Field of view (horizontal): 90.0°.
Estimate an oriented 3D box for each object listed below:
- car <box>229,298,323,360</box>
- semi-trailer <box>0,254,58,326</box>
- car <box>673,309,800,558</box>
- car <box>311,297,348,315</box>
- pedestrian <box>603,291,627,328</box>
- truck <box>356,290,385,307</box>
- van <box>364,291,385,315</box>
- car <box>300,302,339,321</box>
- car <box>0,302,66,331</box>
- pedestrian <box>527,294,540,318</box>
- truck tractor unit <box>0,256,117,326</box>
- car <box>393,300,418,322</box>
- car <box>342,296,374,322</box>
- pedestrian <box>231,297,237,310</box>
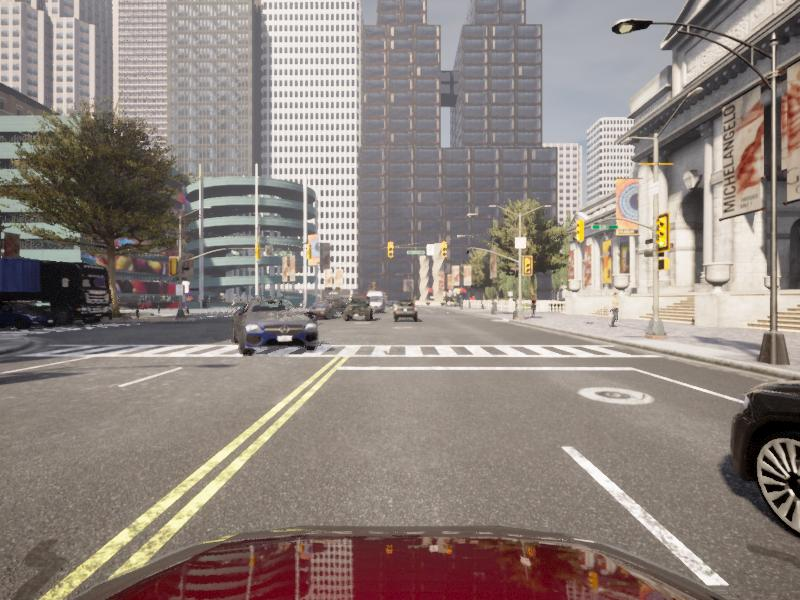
[{"bbox_3d":[-4.329,0.780,13.355,2.152,1.651,5.027,0,0,-27],"label":"car"},{"bbox_3d":[-30.254,-0.617,25.864,14.254,4.402,2.717,0,0,2],"label":"semi-trailer"},{"bbox_3d":[3.511,0.836,1.169,2.128,1.511,4.902,0,0,1],"label":"car"},{"bbox_3d":[-7.723,0.655,44.487,1.932,1.855,4.605,1,0,20],"label":"car"},{"bbox_3d":[10.982,0.485,20.435,0.751,1.860,0.751,0,0,-8],"label":"pedestrian"},{"bbox_3d":[-7.269,-0.325,98.320,2.891,3.827,8.468,0,0,-39],"label":"truck"},{"bbox_3d":[-2.850,0.321,46.411,1.988,2.561,5.915,0,0,1],"label":"van"},{"bbox_3d":[-6.537,0.895,33.059,2.033,1.411,5.357,0,0,1],"label":"car"},{"bbox_3d":[-20.923,0.854,21.673,4.193,1.474,1.816,0,0,3],"label":"car"},{"bbox_3d":[10.739,0.485,32.169,0.751,1.860,0.751,0,0,0],"label":"pedestrian"},{"bbox_3d":[-22.350,-0.522,25.540,6.516,4.208,3.053,0,0,3],"label":"truck tractor unit"},{"bbox_3d":[0.443,0.788,31.293,1.851,1.617,3.988,0,0,1],"label":"car"},{"bbox_3d":[-3.078,0.647,30.128,1.905,1.878,3.866,0,0,1],"label":"car"},{"bbox_3d":[-23.911,0.485,57.639,0.751,1.860,0.751,0,0,-11],"label":"pedestrian"}]
